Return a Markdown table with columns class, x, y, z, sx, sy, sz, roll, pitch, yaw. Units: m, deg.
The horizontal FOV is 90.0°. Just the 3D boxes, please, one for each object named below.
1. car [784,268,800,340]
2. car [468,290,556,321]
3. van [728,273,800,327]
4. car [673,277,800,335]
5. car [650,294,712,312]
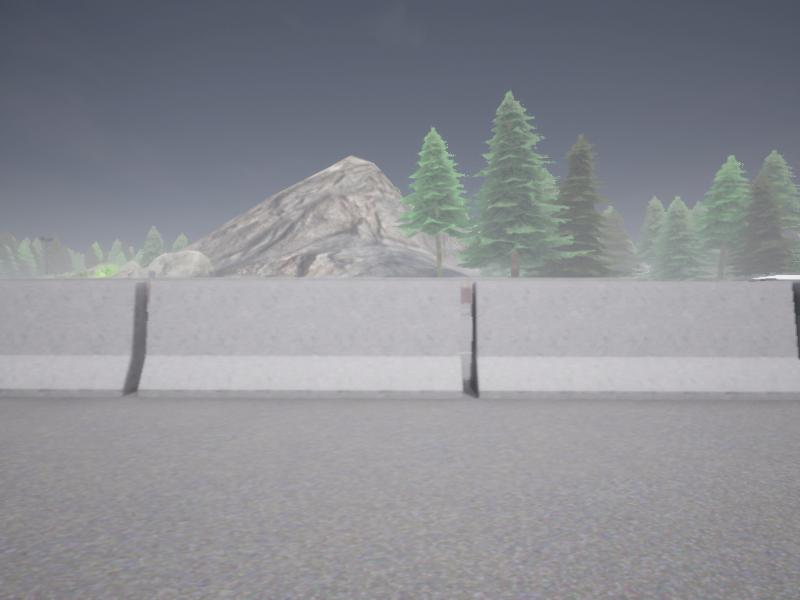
| class | x | y | z | sx | sy | sz | roll | pitch | yaw |
| --- | --- | --- | --- | --- | --- | --- | --- | --- | --- |
| car | 12.134 | 0.112 | 9.208 | 4.553 | 1.767 | 2.097 | 0 | 0 | 0 |
| car | 5.418 | 0.260 | 19.705 | 3.806 | 1.475 | 1.970 | 0 | 0 | 0 |
| van | 16.376 | -0.004 | 16.211 | 4.480 | 2.038 | 2.069 | 0 | 0 | 0 |
| car | 11.744 | 0.173 | 12.707 | 4.611 | 1.667 | 2.242 | 0 | 0 | 0 |
| car | 25.690 | 0.268 | 36.851 | 2.128 | 1.511 | 4.902 | 0 | 0 | -1 |
